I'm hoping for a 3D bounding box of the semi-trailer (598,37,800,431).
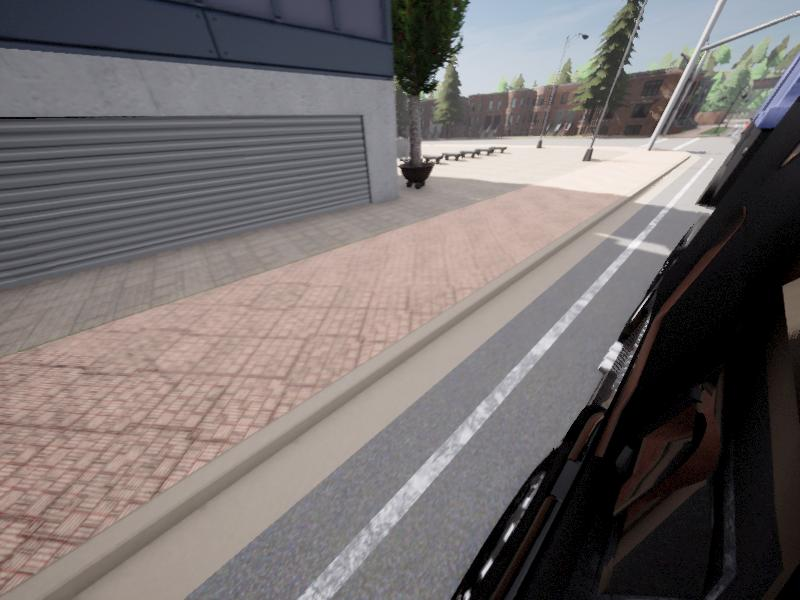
[{"bbox_3d":[8.694,-3.594,4.252,14.254,4.402,2.717,-28,43,-30],"label":"semi-trailer"}]

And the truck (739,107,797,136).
[{"bbox_3d":[43.350,-21.169,27.378,5.204,2.467,2.627,-28,43,-30],"label":"truck"}]

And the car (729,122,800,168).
[{"bbox_3d":[19.728,-8.299,12.228,5.238,1.638,1.930,-28,43,-30],"label":"car"}]

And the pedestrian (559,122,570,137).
[{"bbox_3d":[25.876,-26.789,36.346,0.751,1.860,0.751,-28,43,-30],"label":"pedestrian"}]

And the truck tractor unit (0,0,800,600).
[{"bbox_3d":[2.645,-0.295,0.351,6.516,4.208,3.053,-28,44,-30],"label":"truck tractor unit"}]
